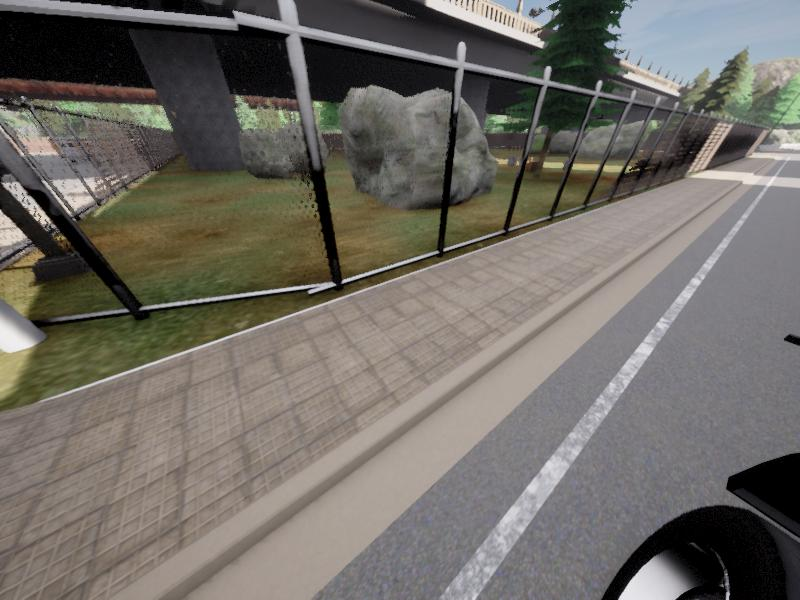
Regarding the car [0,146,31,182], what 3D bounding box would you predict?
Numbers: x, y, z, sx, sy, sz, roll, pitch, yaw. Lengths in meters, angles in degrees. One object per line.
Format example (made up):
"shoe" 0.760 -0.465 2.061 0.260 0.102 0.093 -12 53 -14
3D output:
"car" -27.525 -8.831 15.044 1.932 1.855 4.605 -22 41 -28
